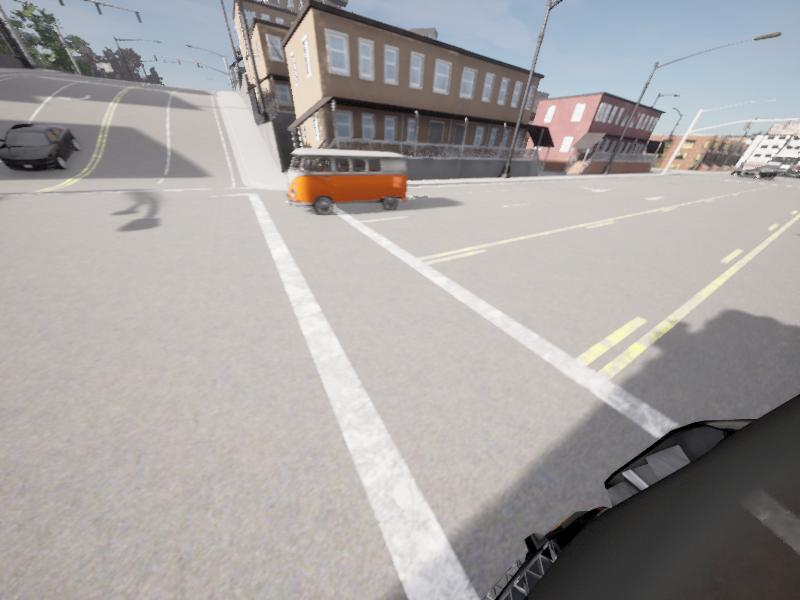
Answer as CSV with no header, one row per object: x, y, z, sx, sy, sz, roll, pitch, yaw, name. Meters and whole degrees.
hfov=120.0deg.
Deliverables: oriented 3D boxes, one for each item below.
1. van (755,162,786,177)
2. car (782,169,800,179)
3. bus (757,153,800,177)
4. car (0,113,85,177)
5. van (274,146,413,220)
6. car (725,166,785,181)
78.453,-27.742,48.960,5.915,2.561,1.988,-16,38,-26,van
79.401,-25.334,46.378,3.988,1.617,1.851,-16,38,-26,car
88.810,-31.330,53.590,10.273,4.253,3.944,-16,38,-26,bus
-20.312,-8.805,13.020,1.882,1.535,5.008,-17,54,-27,car
-1.940,-4.431,8.615,4.442,1.987,1.775,-14,37,-24,van
59.384,-21.353,38.825,1.930,1.638,5.238,2,34,-1,car
